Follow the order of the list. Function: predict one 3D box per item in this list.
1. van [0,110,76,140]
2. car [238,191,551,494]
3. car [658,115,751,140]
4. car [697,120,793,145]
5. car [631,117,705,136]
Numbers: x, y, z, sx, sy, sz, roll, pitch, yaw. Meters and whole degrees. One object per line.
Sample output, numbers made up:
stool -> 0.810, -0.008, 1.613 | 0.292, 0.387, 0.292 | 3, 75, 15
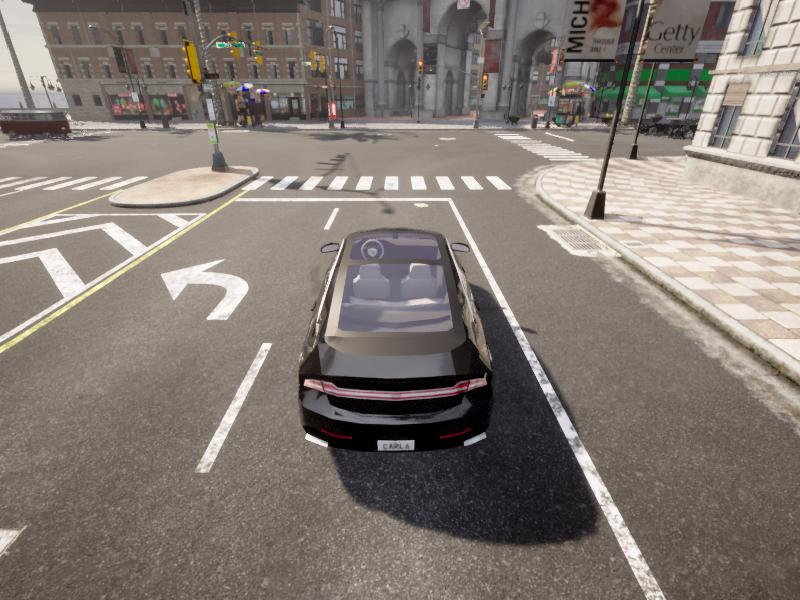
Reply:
van -> -27.832, -13.308, 30.371 | 4.442, 1.987, 1.775 | 0, 27, 0
car -> -0.057, -0.145, 5.248 | 2.128, 1.511, 4.902 | 0, 27, -1
car -> 23.099, -13.188, 30.510 | 5.238, 1.638, 1.930 | 0, 27, 0
car -> 23.558, -11.514, 27.466 | 4.674, 1.442, 1.812 | 0, 27, 0
car -> 22.493, -14.634, 33.706 | 4.718, 1.301, 1.895 | 0, 27, 1
